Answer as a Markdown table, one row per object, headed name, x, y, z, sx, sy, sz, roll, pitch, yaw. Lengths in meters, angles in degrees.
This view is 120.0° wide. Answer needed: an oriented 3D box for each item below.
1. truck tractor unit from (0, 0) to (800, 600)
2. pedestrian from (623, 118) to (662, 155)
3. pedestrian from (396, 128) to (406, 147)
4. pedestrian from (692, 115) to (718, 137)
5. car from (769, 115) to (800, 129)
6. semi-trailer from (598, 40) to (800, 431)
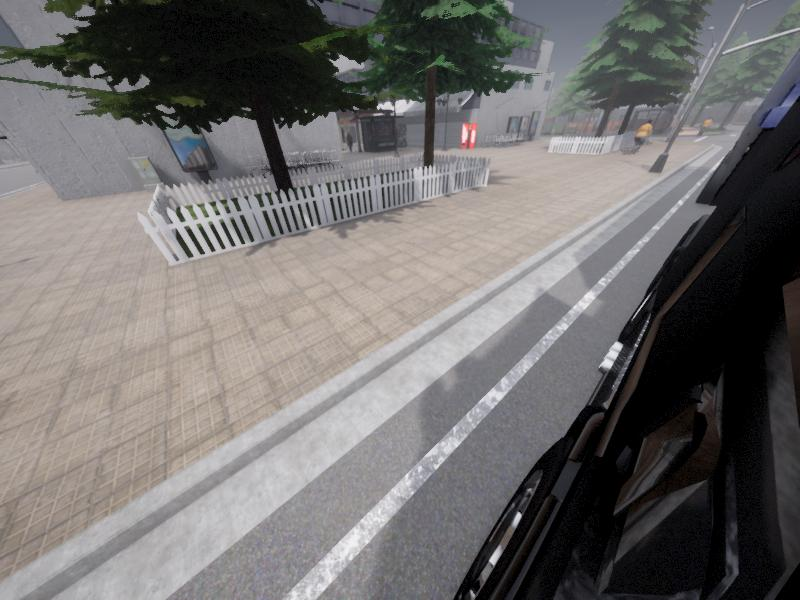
| name | x | y | z | sx | sy | sz | roll | pitch | yaw |
| --- | --- | --- | --- | --- | --- | --- | --- | --- | --- |
| truck tractor unit | 2.645 | -0.295 | 0.351 | 6.516 | 4.208 | 3.053 | -28 | 44 | -30 |
| pedestrian | 15.329 | -10.347 | 14.649 | 0.751 | 1.860 | 0.751 | -17 | 39 | -19 |
| pedestrian | 0.137 | -19.393 | 27.569 | 0.751 | 1.860 | 0.751 | -25 | 42 | -27 |
| pedestrian | 33.373 | -18.969 | 25.268 | 0.751 | 1.860 | 0.751 | -15 | 38 | -16 |
| car | 53.454 | -24.381 | 31.665 | 1.994 | 1.385 | 4.181 | 25 | 45 | 32 |
| semi-trailer | 8.678 | -3.620 | 4.245 | 14.254 | 4.402 | 2.717 | -28 | 44 | -30 |
